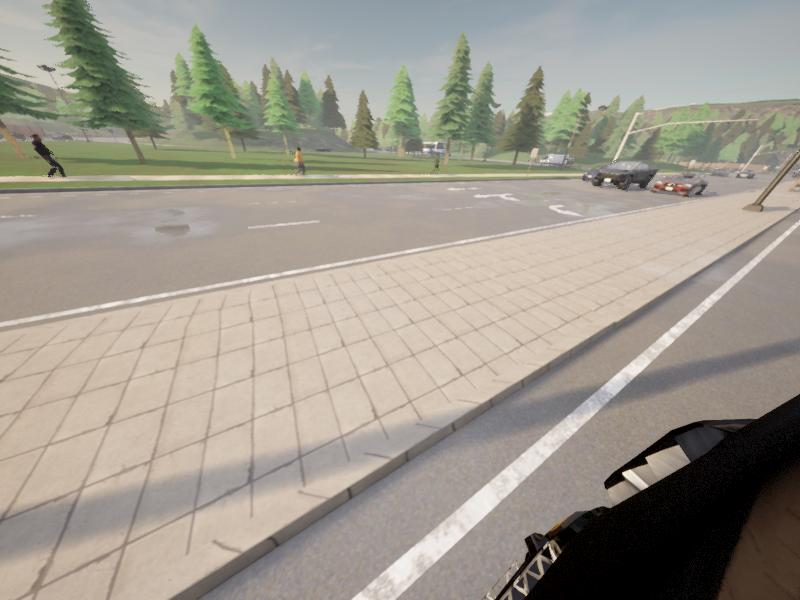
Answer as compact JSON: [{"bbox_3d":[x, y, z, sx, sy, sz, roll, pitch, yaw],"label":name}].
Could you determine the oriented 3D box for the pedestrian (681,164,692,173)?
[{"bbox_3d":[64.923,-29.832,52.424,0.751,1.860,0.751,-22,41,-33],"label":"pedestrian"}]

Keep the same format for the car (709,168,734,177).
[{"bbox_3d":[70.412,-27.890,50.579,4.974,1.542,2.038,-16,38,-26],"label":"car"}]

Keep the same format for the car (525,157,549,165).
[{"bbox_3d":[37.330,-37.971,63.009,1.930,1.638,5.238,-15,38,-25],"label":"car"}]

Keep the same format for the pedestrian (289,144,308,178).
[{"bbox_3d":[-6.805,-9.358,15.578,0.751,1.860,0.751,-15,38,-25],"label":"pedestrian"}]

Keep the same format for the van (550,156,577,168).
[{"bbox_3d":[38.721,-32.775,54.906,2.069,2.038,4.480,-15,38,-25],"label":"van"}]

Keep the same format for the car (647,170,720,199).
[{"bbox_3d":[22.459,-9.236,18.337,5.027,1.651,2.152,-16,38,-26],"label":"car"}]

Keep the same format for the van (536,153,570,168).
[{"bbox_3d":[35.377,-32.493,53.708,1.988,2.561,5.915,-15,38,-25],"label":"van"}]

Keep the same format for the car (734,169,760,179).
[{"bbox_3d":[72.619,-26.340,48.328,4.856,1.649,2.033,-16,38,-27],"label":"car"}]

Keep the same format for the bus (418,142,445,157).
[{"bbox_3d":[11.023,-54.042,82.779,3.944,4.253,10.273,-15,38,-25],"label":"bus"}]

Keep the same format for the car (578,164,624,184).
[{"bbox_3d":[21.251,-13.350,24.474,3.988,1.617,1.851,-16,38,-26],"label":"car"}]

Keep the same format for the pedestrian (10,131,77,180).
[{"bbox_3d":[-16.476,-6.699,10.760,0.751,1.860,0.751,-16,38,-26],"label":"pedestrian"}]

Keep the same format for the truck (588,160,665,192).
[{"bbox_3d":[19.851,-10.930,20.252,6.274,2.098,2.390,-16,38,-26],"label":"truck"}]

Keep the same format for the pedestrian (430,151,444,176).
[{"bbox_3d":[3.314,-12.301,20.862,0.751,1.860,0.751,-15,37,-25],"label":"pedestrian"}]

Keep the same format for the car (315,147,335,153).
[{"bbox_3d":[-20.863,-41.873,64.431,4.718,1.301,1.895,-20,40,-31],"label":"car"}]
